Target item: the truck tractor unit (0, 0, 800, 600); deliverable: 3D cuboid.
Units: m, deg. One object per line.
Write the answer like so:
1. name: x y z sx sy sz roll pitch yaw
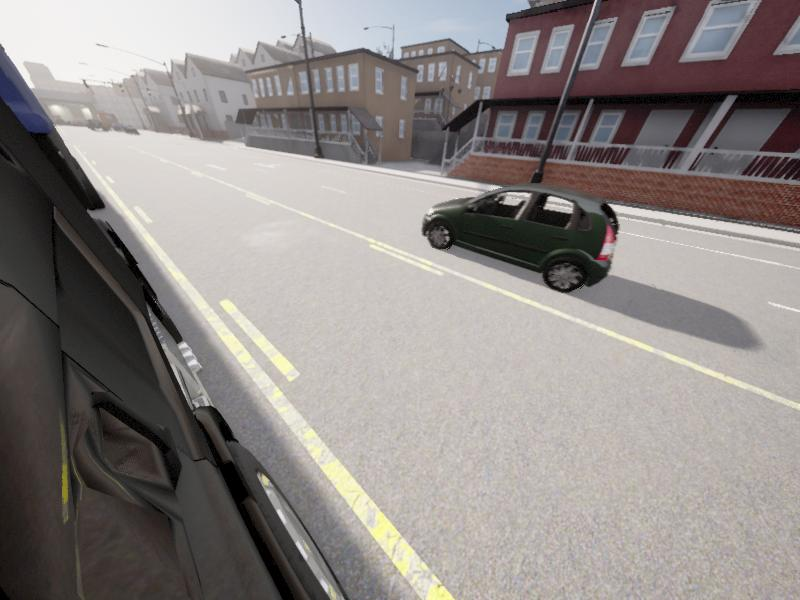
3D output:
1. truck tractor unit: -2.645 -0.295 0.351 6.516 4.208 3.053 28 44 30

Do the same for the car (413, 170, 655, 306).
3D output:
1. car: 2.492 -1.737 5.203 3.988 1.617 1.851 28 42 30

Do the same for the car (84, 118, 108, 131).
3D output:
1. car: -67.165 -38.699 51.035 5.566 2.045 2.150 28 42 30

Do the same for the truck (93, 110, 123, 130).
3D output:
1. truck: -76.036 -46.761 60.191 8.468 3.827 2.891 27 41 31

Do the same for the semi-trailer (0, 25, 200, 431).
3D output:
1. semi-trailer: -8.675 -3.576 4.313 14.254 4.402 2.717 28 42 30
